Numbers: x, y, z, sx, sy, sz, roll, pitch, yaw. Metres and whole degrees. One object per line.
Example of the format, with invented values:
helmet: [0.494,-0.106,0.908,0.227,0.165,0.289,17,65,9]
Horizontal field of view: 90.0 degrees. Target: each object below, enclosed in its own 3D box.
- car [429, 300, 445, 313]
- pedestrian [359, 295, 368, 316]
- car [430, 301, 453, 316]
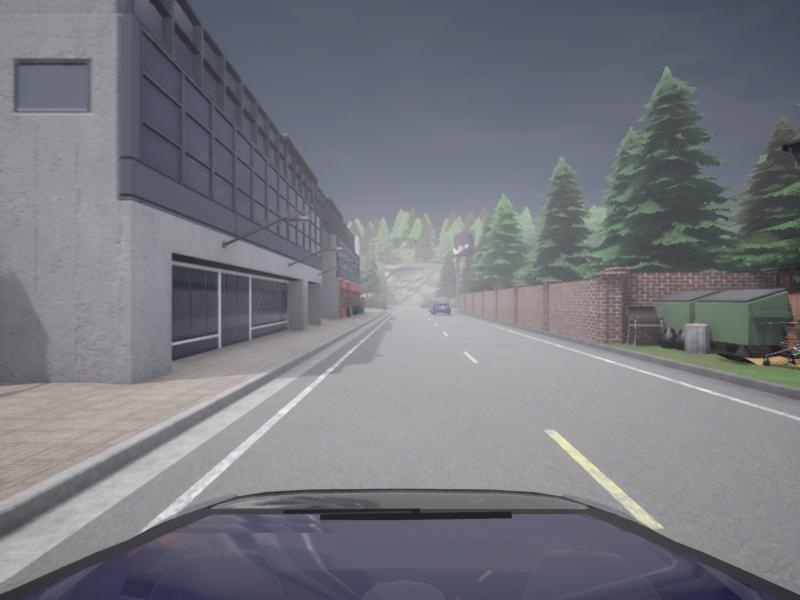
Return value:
car: [4.551,0.826,49.975,1.789,1.549,3.705,0,0,1]
pedestrian: [-3.299,0.491,36.031,0.751,1.860,0.751,0,0,-1]
car: [4.399,0.836,42.977,2.007,1.525,4.514,0,0,1]
